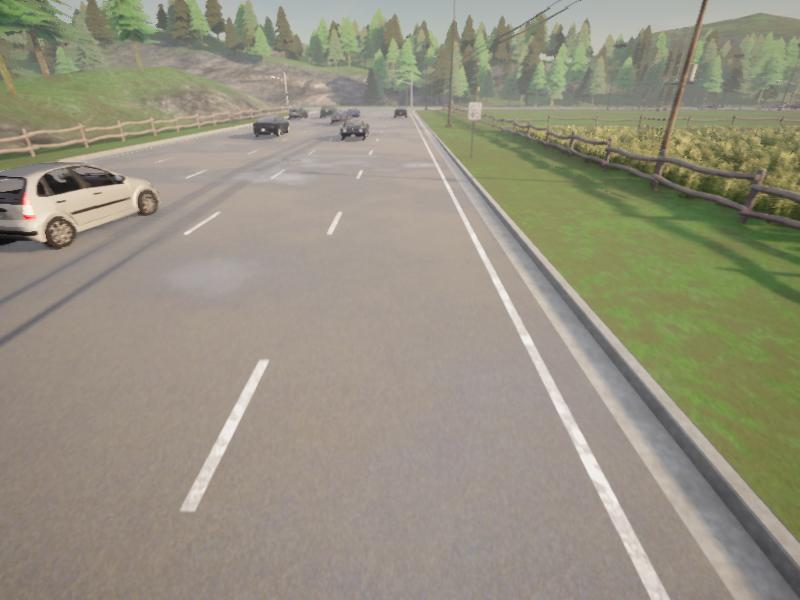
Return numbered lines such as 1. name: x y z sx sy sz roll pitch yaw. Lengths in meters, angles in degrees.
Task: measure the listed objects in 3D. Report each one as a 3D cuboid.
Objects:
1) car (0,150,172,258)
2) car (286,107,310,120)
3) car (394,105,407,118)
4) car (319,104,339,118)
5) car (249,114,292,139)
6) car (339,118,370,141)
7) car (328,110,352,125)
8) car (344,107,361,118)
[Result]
1. car: -7.993 -2.574 9.876 1.851 1.617 3.988 4 28 8
2. car: -13.905 -25.544 54.704 2.007 1.525 4.514 0 27 0
3. car: 0.103 -28.422 60.216 1.930 1.638 5.238 0 27 0
4. car: -10.400 -27.715 58.647 2.097 1.767 4.553 0 27 0
5. car: -10.440 -14.248 32.690 1.882 1.535 5.008 0 27 0
6. car: -3.444 -13.379 31.277 1.895 1.301 4.718 0 27 0
7. car: -6.918 -21.468 46.923 2.033 1.411 5.357 0 27 0
8. car: -6.899 -27.675 59.044 1.994 1.385 4.181 0 27 0
